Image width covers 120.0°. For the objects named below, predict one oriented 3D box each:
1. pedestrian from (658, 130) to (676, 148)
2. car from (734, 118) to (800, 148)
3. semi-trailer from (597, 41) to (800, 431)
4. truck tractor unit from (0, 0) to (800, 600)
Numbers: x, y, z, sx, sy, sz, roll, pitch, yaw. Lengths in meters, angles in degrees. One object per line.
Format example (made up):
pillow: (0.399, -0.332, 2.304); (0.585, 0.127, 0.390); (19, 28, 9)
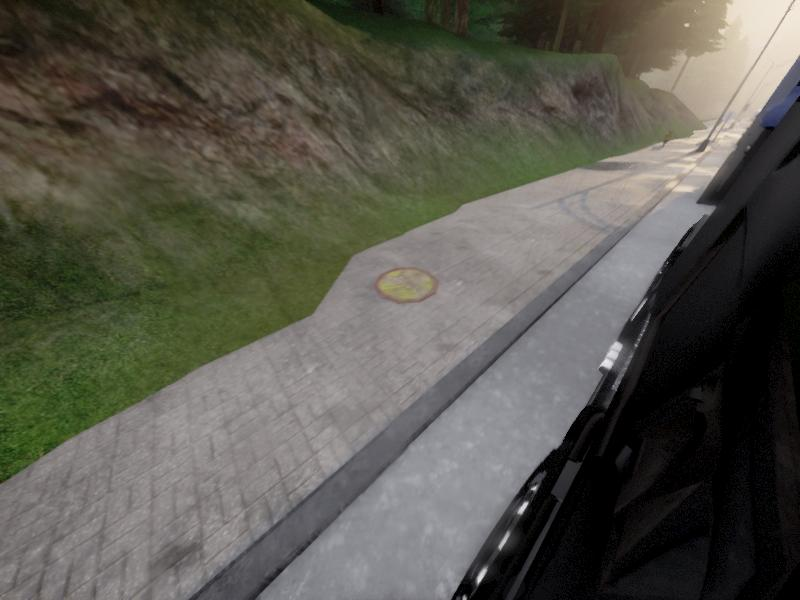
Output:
pedestrian: (20.918, -12.615, 18.096); (0.500, 1.100, 0.500); (26, 45, 32)
car: (28.872, -13.232, 18.213); (4.611, 1.667, 2.242); (-28, 44, -30)
semi-trailer: (8.708, -3.592, 4.229); (14.254, 4.402, 2.717); (-28, 44, -30)
truck tractor unit: (2.645, -0.295, 0.351); (6.516, 4.208, 3.053); (-28, 44, -30)
